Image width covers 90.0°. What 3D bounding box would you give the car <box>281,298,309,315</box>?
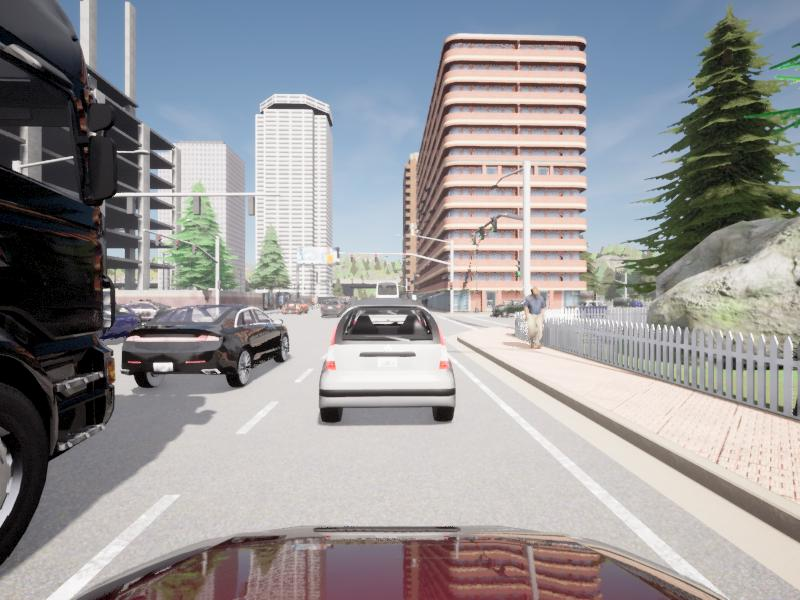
[{"bbox_3d":[-11.956,0.694,45.747,2.097,1.767,4.553,0,0,-2],"label":"car"}]

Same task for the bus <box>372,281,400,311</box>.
[{"bbox_3d":[-2.067,-0.533,61.354,3.944,4.253,10.273,0,0,-2],"label":"bus"}]

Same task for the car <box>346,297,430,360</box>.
[{"bbox_3d":[-0.383,0.756,12.936,2.242,1.667,4.611,0,0,-2],"label":"car"}]

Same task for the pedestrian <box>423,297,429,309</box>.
[{"bbox_3d":[4.287,0.485,65.877,0.751,1.860,0.751,0,0,-3],"label":"pedestrian"}]

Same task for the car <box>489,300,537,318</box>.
[{"bbox_3d":[10.037,0.759,35.522,3.705,1.549,1.789,0,0,-14],"label":"car"}]

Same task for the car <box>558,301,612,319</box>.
[{"bbox_3d":[15.441,0.798,33.417,3.806,1.475,1.970,0,0,-22],"label":"car"}]

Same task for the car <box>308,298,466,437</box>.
[{"bbox_3d":[-0.207,0.788,6.686,1.851,1.617,3.988,0,0,-2],"label":"car"}]

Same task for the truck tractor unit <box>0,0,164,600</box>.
[{"bbox_3d":[-3.405,-0.516,0.105,3.053,4.208,6.516,0,0,-3],"label":"truck tractor unit"}]

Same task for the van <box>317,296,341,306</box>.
[{"bbox_3d":[-18.234,0.300,103.288,5.915,2.561,1.988,0,0,-2],"label":"van"}]

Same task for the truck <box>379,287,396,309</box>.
[{"bbox_3d":[-2.345,-0.325,74.066,2.891,3.827,8.468,0,0,-2],"label":"truck"}]

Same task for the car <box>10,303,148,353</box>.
[{"bbox_3d":[-11.000,0.854,14.178,1.816,1.474,4.193,0,0,-6],"label":"car"}]

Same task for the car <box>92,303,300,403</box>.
[{"bbox_3d":[-3.774,0.836,8.674,2.128,1.511,4.902,0,0,-2],"label":"car"}]

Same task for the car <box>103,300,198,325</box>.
[{"bbox_3d":[-16.490,0.791,26.605,4.974,1.542,2.038,1,0,-2],"label":"car"}]

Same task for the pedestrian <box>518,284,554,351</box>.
[{"bbox_3d":[3.857,0.485,11.393,0.751,1.860,0.751,0,0,-1],"label":"pedestrian"}]

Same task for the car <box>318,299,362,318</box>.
[{"bbox_3d":[-5.464,0.729,37.046,2.242,1.667,4.611,0,0,18],"label":"car"}]

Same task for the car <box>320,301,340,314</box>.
[{"bbox_3d":[-8.566,0.844,49.348,1.837,1.490,4.892,0,0,-2],"label":"car"}]
